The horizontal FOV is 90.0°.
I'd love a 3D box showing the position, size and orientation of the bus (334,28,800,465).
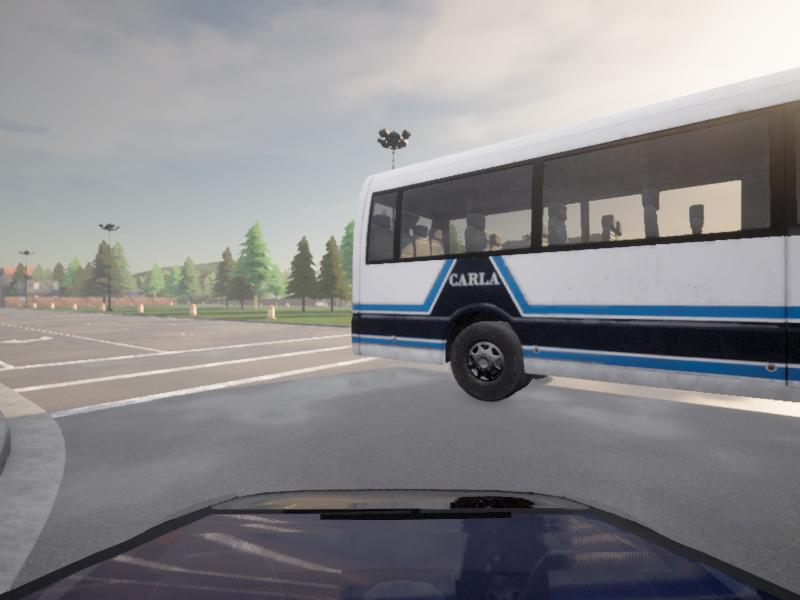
[{"bbox_3d":[4.015,-0.514,6.266,10.273,4.253,3.944,0,0,37],"label":"bus"}]
